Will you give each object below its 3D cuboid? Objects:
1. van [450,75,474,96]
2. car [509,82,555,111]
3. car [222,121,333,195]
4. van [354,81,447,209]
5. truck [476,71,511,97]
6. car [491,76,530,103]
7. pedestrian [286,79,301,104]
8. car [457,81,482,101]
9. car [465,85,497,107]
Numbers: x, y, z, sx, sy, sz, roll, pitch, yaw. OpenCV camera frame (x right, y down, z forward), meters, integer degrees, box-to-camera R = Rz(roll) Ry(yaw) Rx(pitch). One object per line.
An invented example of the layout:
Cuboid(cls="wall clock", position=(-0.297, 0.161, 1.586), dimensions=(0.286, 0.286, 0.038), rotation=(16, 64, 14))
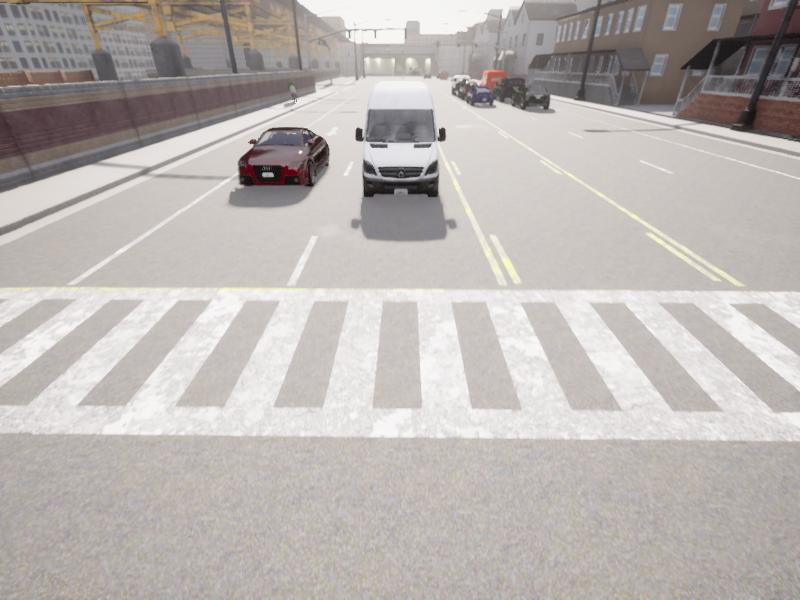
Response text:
Cuboid(cls="van", position=(7.057, -24.781, 46.163), dimensions=(2.069, 2.038, 4.480), rotation=(0, 30, 0))
Cuboid(cls="car", position=(10.543, -16.496, 32.293), dimensions=(2.097, 1.767, 4.553), rotation=(0, 30, 0))
Cuboid(cls="car", position=(-3.465, -4.512, 12.302), dimensions=(1.994, 1.385, 4.181), rotation=(1, 30, 1))
Cuboid(cls="van", position=(0.018, -4.846, 11.714), dimensions=(1.988, 2.561, 5.915), rotation=(0, 30, 0))
Cuboid(cls="truck", position=(10.433, -24.430, 45.141), dimensions=(2.627, 2.467, 5.204), rotation=(1, 30, 1))
Cuboid(cls="car", position=(10.528, -20.266, 38.466), dimensions=(2.150, 2.045, 5.566), rotation=(0, 30, 0))
Cuboid(cls="pedestrian", position=(-9.035, -17.728, 33.981), dimensions=(0.751, 1.860, 0.751), rotation=(2, 30, 3))
Cuboid(cls="car", position=(7.053, -21.485, 40.977), dimensions=(1.851, 1.617, 3.988), rotation=(0, 30, 0))
Cuboid(cls="car", position=(7.036, -17.941, 35.101), dimensions=(1.812, 1.442, 4.674), rotation=(0, 30, 0))
